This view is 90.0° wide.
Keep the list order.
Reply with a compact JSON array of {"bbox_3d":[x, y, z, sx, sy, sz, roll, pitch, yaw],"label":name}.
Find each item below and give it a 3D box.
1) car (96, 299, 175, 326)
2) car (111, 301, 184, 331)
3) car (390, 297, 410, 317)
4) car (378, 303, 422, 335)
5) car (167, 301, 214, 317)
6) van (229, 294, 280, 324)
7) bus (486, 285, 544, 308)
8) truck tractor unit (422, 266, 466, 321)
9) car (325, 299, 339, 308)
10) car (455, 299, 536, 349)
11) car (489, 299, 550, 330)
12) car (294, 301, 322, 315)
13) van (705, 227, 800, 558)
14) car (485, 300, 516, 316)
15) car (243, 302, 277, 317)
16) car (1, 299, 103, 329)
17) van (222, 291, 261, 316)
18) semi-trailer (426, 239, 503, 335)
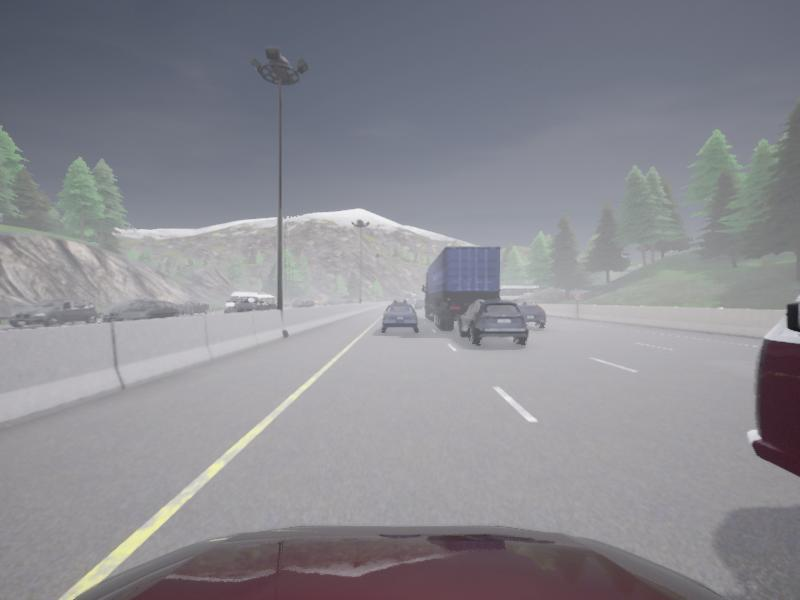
[{"bbox_3d":[-17.500,0.768,26.831,2.242,1.667,4.611,0,0,0],"label":"car"},{"bbox_3d":[-13.999,0.825,22.467,1.789,1.549,3.705,0,0,0],"label":"car"},{"bbox_3d":[0.004,0.669,40.060,1.932,1.855,4.605,0,0,0],"label":"car"},{"bbox_3d":[0.003,0.904,21.265,2.033,1.411,5.357,0,0,0],"label":"car"},{"bbox_3d":[-20.996,0.853,40.391,2.128,1.511,4.902,0,0,0],"label":"car"},{"bbox_3d":[-10.498,0.584,29.284,2.069,2.038,4.480,0,0,0],"label":"van"},{"bbox_3d":[22.683,-0.688,79.470,10.273,4.253,3.944,1,0,1],"label":"bus"},{"bbox_3d":[3.494,-0.510,33.428,3.053,4.208,6.516,0,0,0],"label":"truck tractor unit"},{"bbox_3d":[-13.996,0.729,82.775,2.097,1.767,4.553,0,0,0],"label":"car"},{"bbox_3d":[3.499,0.785,15.666,2.033,1.649,4.856,0,0,0],"label":"car"},{"bbox_3d":[7.000,0.790,24.000,2.152,1.651,5.027,0,0,0],"label":"car"},{"bbox_3d":[-10.499,0.843,46.002,2.038,1.542,4.974,0,0,0],"label":"car"},{"bbox_3d":[3.499,0.573,0.988,2.069,2.038,4.480,0,0,0],"label":"van"},{"bbox_3d":[10.500,0.795,41.972,2.033,1.649,4.856,0,0,0],"label":"car"},{"bbox_3d":[-13.999,0.924,40.317,1.994,1.385,4.181,0,0,0],"label":"car"},{"bbox_3d":[-20.997,0.767,24.465,2.242,1.667,4.611,0,0,0],"label":"car"},{"bbox_3d":[-17.501,0.341,44.556,1.988,2.561,5.915,0,0,0],"label":"van"},{"bbox_3d":[3.436,-0.608,25.513,2.717,4.402,14.254,0,0,1],"label":"semi-trailer"}]
